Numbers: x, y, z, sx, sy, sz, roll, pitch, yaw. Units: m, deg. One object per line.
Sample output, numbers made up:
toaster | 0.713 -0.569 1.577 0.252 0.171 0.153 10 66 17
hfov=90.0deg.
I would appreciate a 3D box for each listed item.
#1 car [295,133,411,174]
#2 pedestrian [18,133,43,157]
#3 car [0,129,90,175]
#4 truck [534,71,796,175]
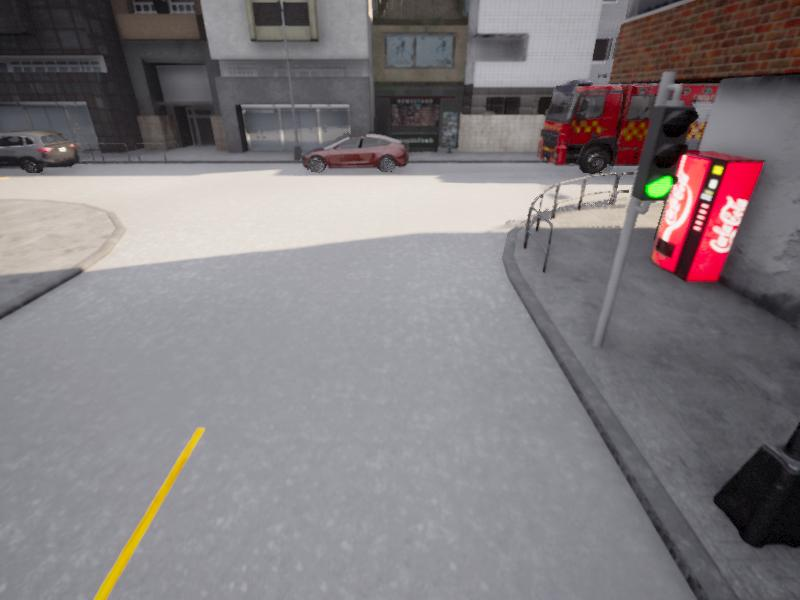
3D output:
car | -1.950 -6.569 17.836 4.792 1.488 2.163 0 27 0
pedestrian | -19.752 -8.292 21.388 0.500 1.100 0.500 -8 28 -15
car | -17.147 -6.620 17.774 4.611 1.667 2.242 0 27 0
truck | 10.760 -7.641 17.316 8.468 3.827 2.891 0 27 0
